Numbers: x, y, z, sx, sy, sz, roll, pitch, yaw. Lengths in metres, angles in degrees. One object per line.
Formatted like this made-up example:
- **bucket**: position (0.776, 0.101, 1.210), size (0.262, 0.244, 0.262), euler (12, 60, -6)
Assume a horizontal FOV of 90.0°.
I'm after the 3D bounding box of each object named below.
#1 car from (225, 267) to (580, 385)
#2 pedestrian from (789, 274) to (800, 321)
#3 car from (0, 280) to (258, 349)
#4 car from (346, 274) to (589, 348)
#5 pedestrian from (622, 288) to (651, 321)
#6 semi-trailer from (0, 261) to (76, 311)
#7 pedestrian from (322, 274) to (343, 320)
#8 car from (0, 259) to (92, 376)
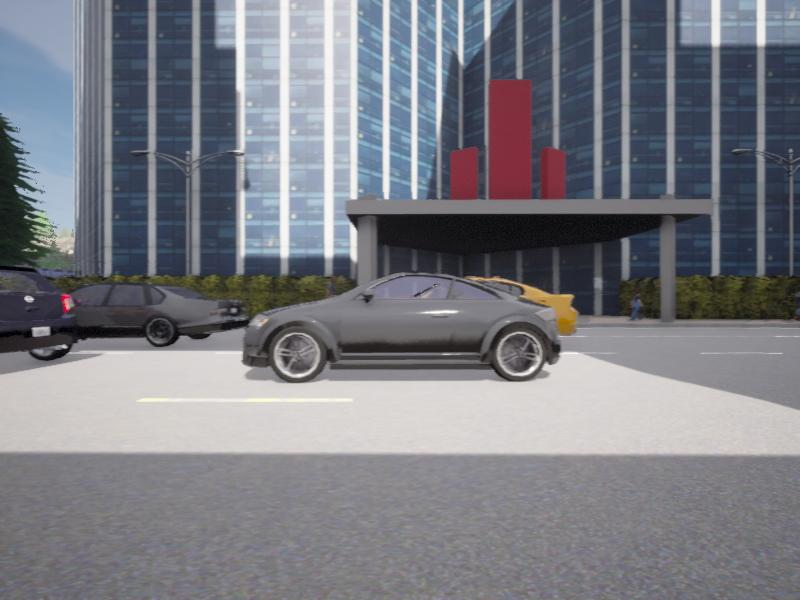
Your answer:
- **car**: position (0.026, 0.307, 5.707), size (4.181, 1.385, 1.994), euler (0, 0, 0)
- **pedestrian**: position (16.335, -0.110, 16.038), size (0.751, 1.860, 0.751), euler (0, 0, 3)
- **car**: position (-6.317, 0.292, 9.203), size (5.357, 1.411, 2.033), euler (0, 0, 0)
- **car**: position (1.398, 0.223, 9.200), size (5.008, 1.535, 1.882), euler (0, 0, 0)
- **pedestrian**: position (9.631, 0.168, 16.327), size (0.751, 1.300, 0.751), euler (0, 0, 3)
- **semi-trailer**: position (-36.228, -1.229, 35.597), size (2.717, 4.402, 14.254), euler (0, 0, 2)
- **pedestrian**: position (-2.755, -0.116, 16.389), size (0.751, 1.860, 0.751), euler (0, 0, 0)
- **car**: position (-6.921, 0.224, 5.702), size (3.633, 1.501, 1.845), euler (0, 0, 0)
